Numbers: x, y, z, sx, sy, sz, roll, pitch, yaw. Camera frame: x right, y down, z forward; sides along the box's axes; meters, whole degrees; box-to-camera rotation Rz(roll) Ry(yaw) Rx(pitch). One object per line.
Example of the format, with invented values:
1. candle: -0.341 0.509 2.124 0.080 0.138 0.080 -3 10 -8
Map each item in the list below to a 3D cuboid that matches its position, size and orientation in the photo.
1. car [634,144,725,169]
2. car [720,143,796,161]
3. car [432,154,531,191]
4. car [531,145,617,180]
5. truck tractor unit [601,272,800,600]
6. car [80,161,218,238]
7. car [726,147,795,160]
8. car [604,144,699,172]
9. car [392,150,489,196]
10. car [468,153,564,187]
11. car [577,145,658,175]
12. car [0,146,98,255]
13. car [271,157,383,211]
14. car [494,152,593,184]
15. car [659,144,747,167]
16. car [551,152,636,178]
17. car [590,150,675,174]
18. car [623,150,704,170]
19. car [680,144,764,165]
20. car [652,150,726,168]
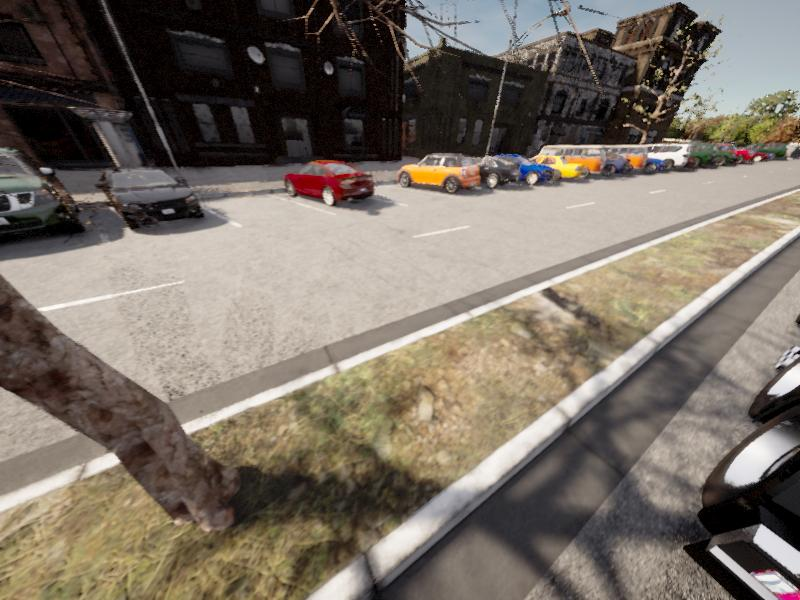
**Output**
1. car: 28.650 -15.045 24.080 5.566 2.045 2.435 27 43 34
2. car: 52.747 -22.029 34.315 5.566 2.045 2.435 27 43 34
3. car: 4.651 -7.778 13.856 4.892 1.521 2.231 27 43 33
4. car: 12.735 -10.303 17.161 4.442 1.987 1.878 27 42 34
5. truck tractor unit: 5.124 -0.287 0.763 6.516 4.208 3.053 -18 39 -23
6. car: -8.581 -3.679 7.834 5.008 1.535 2.097 25 41 32
7. car: 55.326 -22.674 35.678 5.366 1.575 1.946 27 43 34
8. car: 23.312 -13.492 21.800 5.566 2.045 2.435 27 43 34
9. car: 1.997 -7.072 12.593 4.553 1.767 2.185 26 42 33
10. car: 7.306 -8.588 15.044 5.008 1.535 2.097 27 42 34
11. car: 18.083 -11.866 19.456 4.442 1.987 1.878 27 42 34
12. car: -11.173 -3.027 6.430 5.566 2.045 2.435 25 41 32
13. car: -3.315 -5.342 10.275 5.008 1.535 2.097 26 42 33
14. car: 9.835 -9.443 16.295 5.366 1.575 1.946 27 43 34
15. car: 34.039 -16.582 26.336 5.566 2.045 2.435 27 42 34
16. car: 15.296 -10.927 18.532 4.792 1.488 2.163 27 43 34
17. car: 20.665 -12.500 20.790 5.008 1.535 2.097 27 42 34
18. car: 26.004 -14.054 23.071 5.008 1.535 2.097 27 42 34
19. car: 39.383 -18.134 28.616 5.566 2.045 2.435 27 42 34
20. car: 31.368 -15.571 25.351 4.792 1.488 2.163 27 42 34
